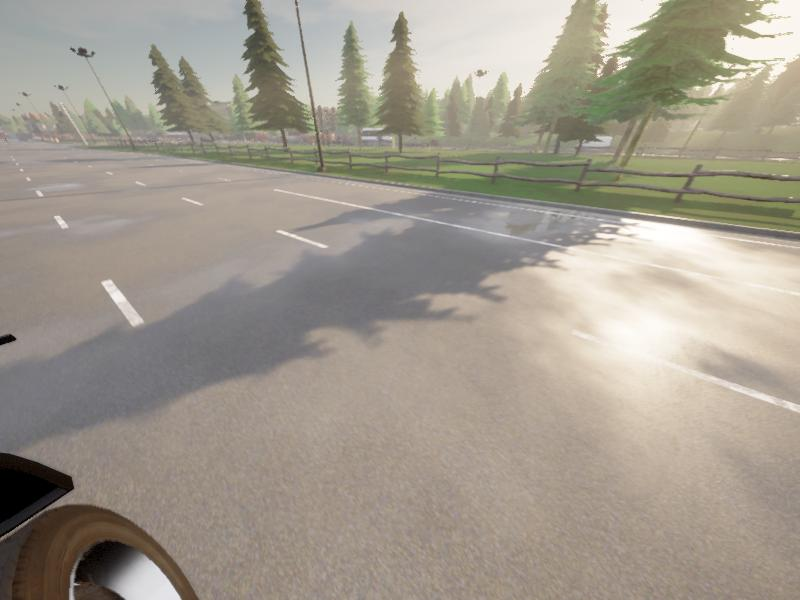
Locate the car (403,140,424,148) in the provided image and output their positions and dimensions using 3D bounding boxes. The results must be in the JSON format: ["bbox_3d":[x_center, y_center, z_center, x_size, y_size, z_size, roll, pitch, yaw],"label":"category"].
[{"bbox_3d":[3.603,-41.443,61.447,5.027,1.651,2.152,22,41,28],"label":"car"}]

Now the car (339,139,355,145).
[{"bbox_3d":[-16.804,-49.908,73.107,4.514,1.525,2.007,22,41,28],"label":"car"}]

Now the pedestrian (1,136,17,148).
[{"bbox_3d":[-77.779,-31.466,45.933,0.751,1.860,0.751,26,42,31],"label":"pedestrian"}]

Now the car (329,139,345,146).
[{"bbox_3d":[-19.260,-48.470,71.001,4.892,1.490,1.837,22,41,28],"label":"car"}]

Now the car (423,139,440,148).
[{"bbox_3d":[8.398,-42.156,62.050,3.866,1.878,1.905,22,41,28],"label":"car"}]

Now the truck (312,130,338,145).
[{"bbox_3d":[-24.883,-54.219,77.059,8.468,3.827,2.891,22,41,28],"label":"truck"}]

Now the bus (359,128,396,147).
[{"bbox_3d":[-6.524,-46.732,66.292,10.273,4.253,3.944,22,41,28],"label":"bus"}]
